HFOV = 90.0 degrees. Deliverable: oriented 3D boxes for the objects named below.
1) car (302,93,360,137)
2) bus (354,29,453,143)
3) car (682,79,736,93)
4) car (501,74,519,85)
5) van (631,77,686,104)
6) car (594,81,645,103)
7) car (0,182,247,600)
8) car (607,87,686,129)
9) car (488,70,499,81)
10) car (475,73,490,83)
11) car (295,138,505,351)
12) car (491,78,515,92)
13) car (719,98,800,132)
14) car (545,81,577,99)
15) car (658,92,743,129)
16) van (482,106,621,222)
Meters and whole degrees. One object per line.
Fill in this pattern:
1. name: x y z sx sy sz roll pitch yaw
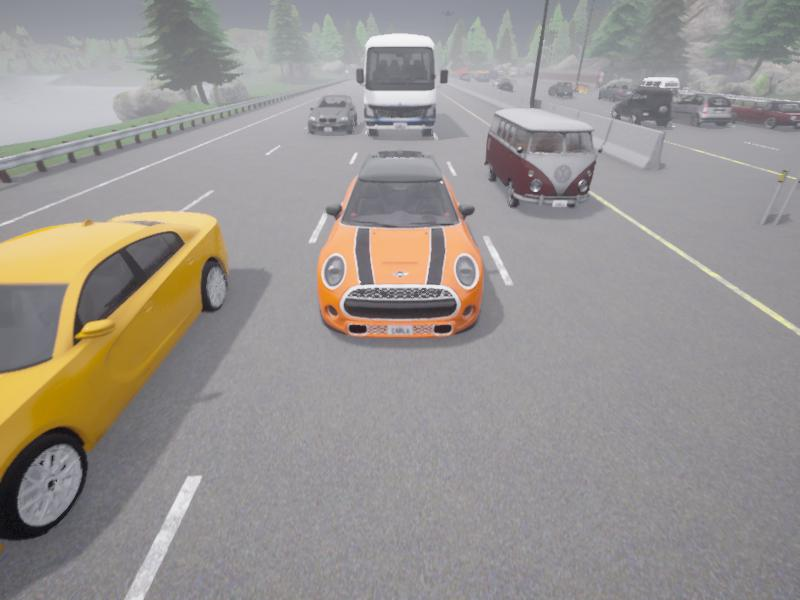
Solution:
1. car: -3.497 -9.887 21.195 2.242 1.667 4.611 0 30 0
2. bus: 0.124 -11.539 21.464 3.944 4.253 10.273 0 30 0
3. car: 39.038 -27.091 50.645 4.974 1.542 2.038 -1 30 -1
4. car: 20.880 -42.035 76.167 1.801 1.575 5.366 0 30 0
5. van: 24.499 -20.031 38.141 2.069 2.038 4.480 0 30 0
6. car: 20.998 -20.057 38.550 2.242 1.667 4.611 0 30 0
7. car: -3.497 0.184 4.144 1.882 1.535 5.008 0 31 0
8. car: 14.004 -11.117 23.080 1.905 1.878 3.866 0 30 0
9. car: 21.227 -50.936 90.859 2.150 2.045 5.566 5 31 8
10. car: 17.358 -47.012 84.662 2.242 1.667 4.611 1 30 1
11. car: 0.003 -1.289 6.405 2.097 1.767 4.553 0 30 0
12. car: 13.953 -29.343 54.521 2.038 1.542 4.974 0 30 0
13. car: 21.002 -10.580 22.756 1.895 1.301 4.718 0 30 0
14. car: 17.485 -22.950 43.626 1.845 1.501 3.633 0 31 0
15. car: 17.506 -11.257 23.601 1.851 1.617 3.988 0 30 0
16. van: 3.503 -3.732 10.384 1.775 1.987 4.442 0 30 0
